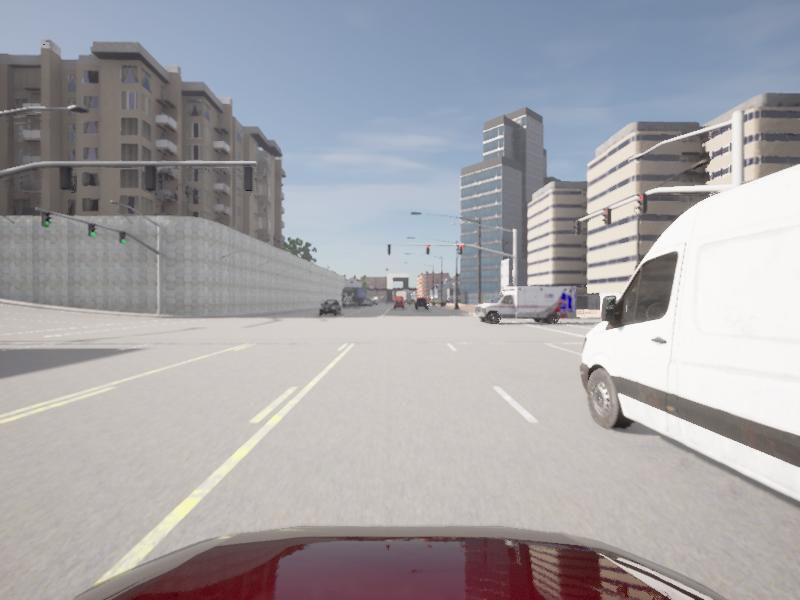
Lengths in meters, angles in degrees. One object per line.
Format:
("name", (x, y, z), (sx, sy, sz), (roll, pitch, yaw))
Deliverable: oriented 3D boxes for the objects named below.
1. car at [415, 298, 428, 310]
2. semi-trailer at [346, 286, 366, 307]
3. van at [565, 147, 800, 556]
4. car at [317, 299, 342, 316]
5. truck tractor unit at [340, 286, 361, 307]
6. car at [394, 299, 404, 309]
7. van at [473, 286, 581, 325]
("car", (3.344, 0.582, 63.764), (1.905, 1.878, 3.866), (0, 0, 0))
("semi-trailer", (-9.755, -0.718, 90.505), (2.717, 4.402, 14.254), (0, 0, 1))
("van", (3.497, 0.322, 3.088), (1.988, 2.561, 5.915), (0, 0, 0))
("car", (-7.086, 0.741, 40.783), (1.851, 1.617, 3.988), (0, 0, 0))
("truck tractor unit", (-10.067, -0.617, 82.603), (3.053, 4.208, 6.516), (0, 0, 5))
("car", (-0.171, 0.715, 69.888), (1.851, 1.617, 3.988), (0, 0, 0))
("van", (8.232, 0.357, 26.332), (6.366, 2.431, 2.351), (0, 0, -5))
